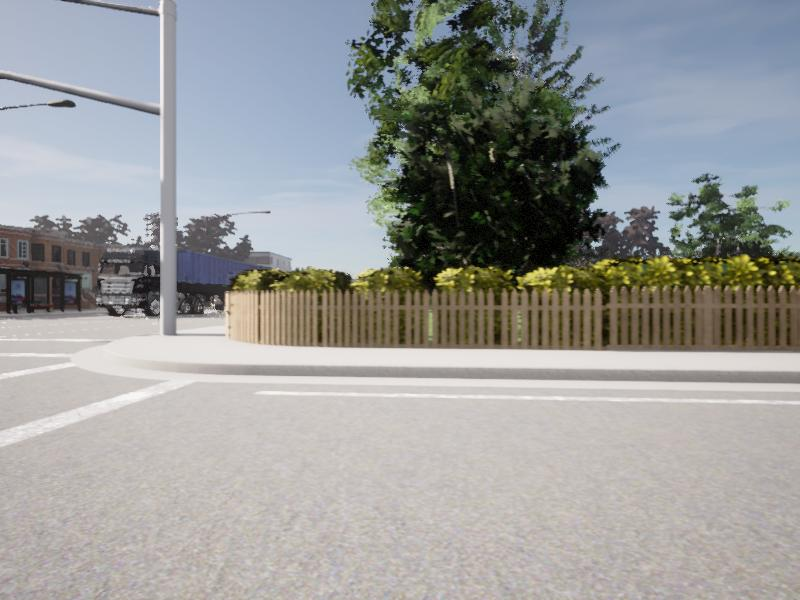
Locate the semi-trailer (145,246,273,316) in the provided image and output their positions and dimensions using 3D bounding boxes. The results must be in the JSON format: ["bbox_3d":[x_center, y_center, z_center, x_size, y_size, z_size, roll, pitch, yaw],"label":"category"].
[{"bbox_3d":[-14.331,-1.214,32.407,2.717,4.402,14.254,0,0,4],"label":"semi-trailer"}]

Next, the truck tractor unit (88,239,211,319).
[{"bbox_3d":[-14.863,-1.119,24.506,3.053,4.208,6.516,1,0,4],"label":"truck tractor unit"}]

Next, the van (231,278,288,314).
[{"bbox_3d":[-10.834,-0.275,31.470,1.988,2.561,5.915,0,0,4],"label":"van"}]
